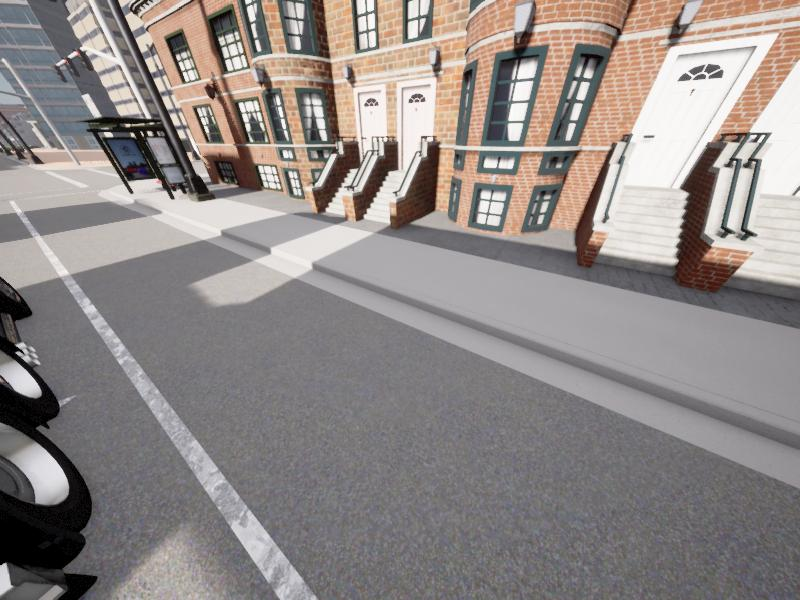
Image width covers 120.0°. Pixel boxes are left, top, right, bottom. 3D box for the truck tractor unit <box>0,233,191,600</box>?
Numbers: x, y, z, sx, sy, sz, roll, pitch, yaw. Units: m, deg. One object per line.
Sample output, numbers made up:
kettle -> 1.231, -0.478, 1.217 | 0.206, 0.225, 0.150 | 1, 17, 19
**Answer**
truck tractor unit -> -5.057, -0.351, 0.851 | 6.516, 4.208, 3.053 | 21, 40, 27
